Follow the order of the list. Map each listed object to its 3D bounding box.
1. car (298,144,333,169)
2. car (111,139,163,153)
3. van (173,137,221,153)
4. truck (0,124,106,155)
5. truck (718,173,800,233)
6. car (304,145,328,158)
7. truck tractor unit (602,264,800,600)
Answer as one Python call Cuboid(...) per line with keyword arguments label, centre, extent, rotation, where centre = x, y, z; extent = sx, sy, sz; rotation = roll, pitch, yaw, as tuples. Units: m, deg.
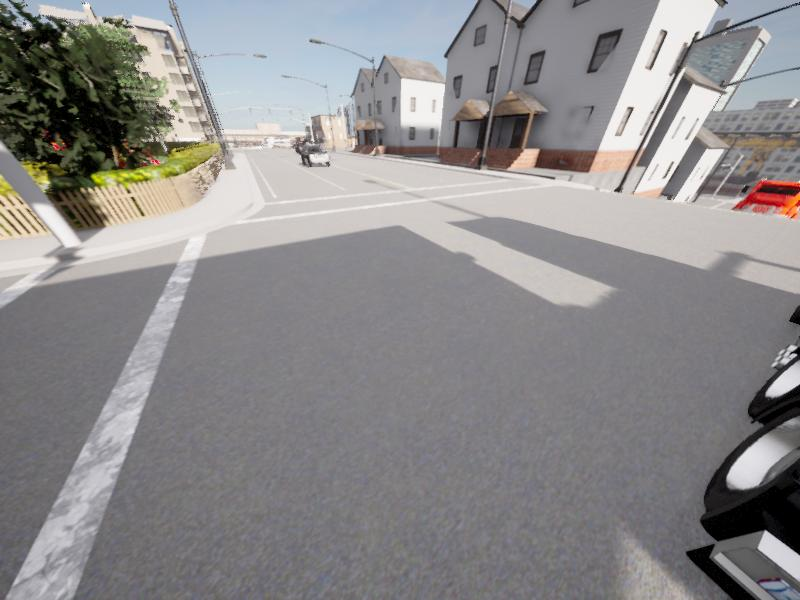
Cuboid(label="car", centre=(-8.410, -14.201, 22.707), extent=(1.932, 1.855, 4.605), rotation=(-18, 38, -24))
Cuboid(label="car", centre=(-47.535, -27.920, 41.932), extent=(5.566, 2.045, 2.150), rotation=(-17, 39, -24))
Cuboid(label="van", centre=(-39.671, -30.527, 45.412), extent=(6.366, 2.431, 2.351), rotation=(-17, 39, -24))
Cuboid(label="truck", centre=(-55.850, -26.106, 37.691), extent=(8.468, 3.827, 2.891), rotation=(-17, 38, -23))
Cuboid(label="truck", centre=(23.476, -6.030, 14.687), extent=(5.204, 2.467, 2.627), rotation=(-6, 32, -32))
Cuboid(label="car", centre=(-12.745, -22.456, 34.844), extent=(2.038, 1.542, 4.974), rotation=(-18, 39, -24))
Cuboid(label="truck tractor unit", centre=(5.109, -0.302, 0.785), extent=(6.516, 4.208, 3.053), rotation=(-18, 39, -24))
